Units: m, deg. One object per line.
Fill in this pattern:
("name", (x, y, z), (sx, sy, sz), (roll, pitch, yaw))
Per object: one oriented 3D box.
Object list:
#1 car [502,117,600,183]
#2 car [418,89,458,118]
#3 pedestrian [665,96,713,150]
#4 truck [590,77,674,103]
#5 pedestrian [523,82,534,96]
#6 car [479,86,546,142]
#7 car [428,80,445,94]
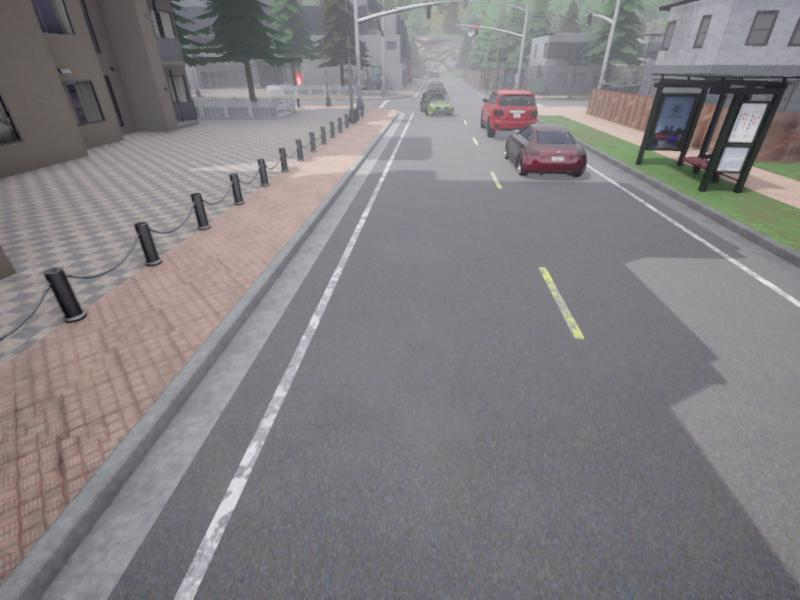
("car", (4.847, -5.235, 13.593), (1.994, 1.385, 4.181), (2, 30, 4))
("car", (2.629, -14.163, 28.686), (2.007, 1.525, 4.514), (-3, 30, -5))
("pedestrian", (11.235, -6.891, 15.599), (0.751, 1.860, 0.751), (3, 30, 5))
("truck", (21.918, -20.006, 38.103), (6.274, 2.098, 2.390), (-2, 30, -4))
("pedestrian", (13.935, -22.877, 43.452), (0.751, 1.300, 0.751), (1, 30, 2))
("car", (5.458, -9.554, 20.303), (2.150, 2.045, 5.566), (2, 30, 4))
("car", (4.718, -27.511, 51.652), (1.994, 1.385, 4.181), (2, 30, 4))
